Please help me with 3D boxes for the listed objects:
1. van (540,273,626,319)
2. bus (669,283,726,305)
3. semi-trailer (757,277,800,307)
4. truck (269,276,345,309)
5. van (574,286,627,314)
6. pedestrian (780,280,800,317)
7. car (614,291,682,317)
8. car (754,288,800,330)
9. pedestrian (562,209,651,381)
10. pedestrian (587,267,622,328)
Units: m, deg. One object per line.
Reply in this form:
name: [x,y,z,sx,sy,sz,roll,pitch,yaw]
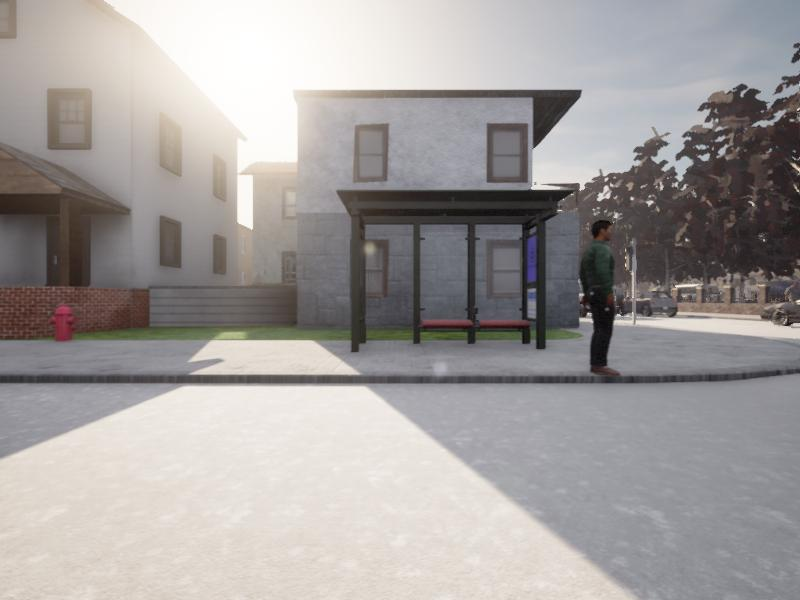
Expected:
van: [10.891,-0.217,24.535,2.351,2.431,6.366,0,0,0]
bus: [60.578,-1.106,81.941,3.944,4.253,10.273,0,0,0]
semi-trailer: [60.504,-1.191,59.246,2.717,4.402,14.254,0,0,1]
truck: [-10.997,-0.926,48.045,8.468,3.827,2.891,0,0,1]
van: [15.144,0.006,30.522,1.775,1.987,4.442,0,0,-2]
pedestrian: [20.244,-0.057,20.516,0.751,1.860,0.751,0,0,1]
car: [15.037,0.234,24.516,1.845,1.501,3.633,0,0,-1]
car: [14.539,0.301,12.807,2.033,1.411,5.357,0,0,5]
pedestrian: [2.417,-0.053,4.771,0.751,1.860,0.751,0,0,9]
pedestrian: [6.470,-0.072,12.709,0.751,1.860,0.751,0,0,2]
